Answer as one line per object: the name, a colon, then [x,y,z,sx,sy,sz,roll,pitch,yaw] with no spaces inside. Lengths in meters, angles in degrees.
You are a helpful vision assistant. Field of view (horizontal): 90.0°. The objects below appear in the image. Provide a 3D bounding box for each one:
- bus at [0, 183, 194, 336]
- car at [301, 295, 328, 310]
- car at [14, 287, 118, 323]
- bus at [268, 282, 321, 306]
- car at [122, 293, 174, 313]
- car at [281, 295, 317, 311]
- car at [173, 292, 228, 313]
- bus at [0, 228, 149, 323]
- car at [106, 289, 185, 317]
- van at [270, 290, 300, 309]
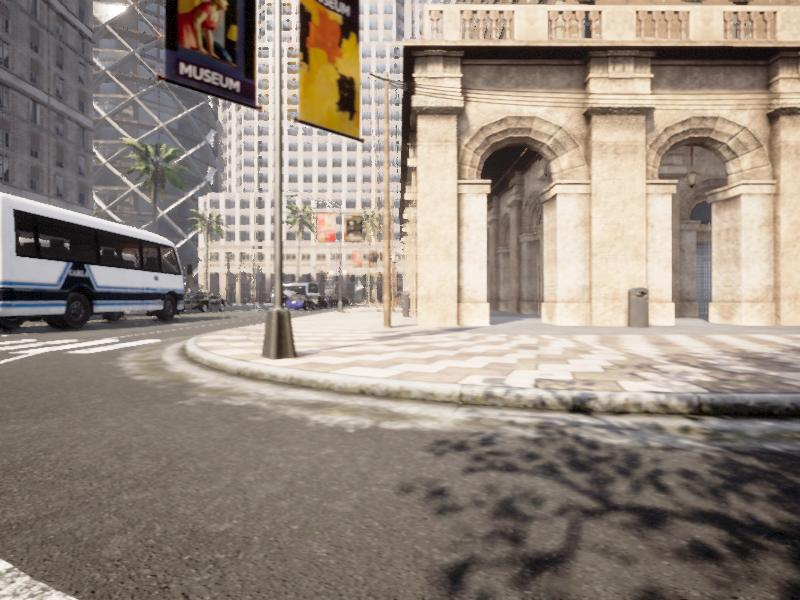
bus: [-12.948,-1.117,16.234,3.944,4.253,10.273,0,0,-1]
car: [-9.391,0.241,44.481,2.007,1.525,4.514,0,0,0]
car: [-16.358,0.210,19.919,1.851,1.617,3.988,0,0,0]
bus: [-20.503,-1.111,77.318,10.273,4.253,3.944,0,0,31]
car: [-19.912,0.253,31.764,1.845,1.501,3.633,0,0,0]
car: [-9.401,0.264,37.783,2.163,1.488,4.792,0,0,0]
car: [-16.410,0.193,33.276,1.930,1.638,5.238,0,0,0]
bus: [-19.759,-1.108,23.193,3.944,4.253,10.273,0,0,0]
car: [-16.403,0.178,26.170,2.242,1.667,4.611,0,0,0]
van: [-12.890,-0.011,45.254,2.069,2.038,4.480,0,0,0]
